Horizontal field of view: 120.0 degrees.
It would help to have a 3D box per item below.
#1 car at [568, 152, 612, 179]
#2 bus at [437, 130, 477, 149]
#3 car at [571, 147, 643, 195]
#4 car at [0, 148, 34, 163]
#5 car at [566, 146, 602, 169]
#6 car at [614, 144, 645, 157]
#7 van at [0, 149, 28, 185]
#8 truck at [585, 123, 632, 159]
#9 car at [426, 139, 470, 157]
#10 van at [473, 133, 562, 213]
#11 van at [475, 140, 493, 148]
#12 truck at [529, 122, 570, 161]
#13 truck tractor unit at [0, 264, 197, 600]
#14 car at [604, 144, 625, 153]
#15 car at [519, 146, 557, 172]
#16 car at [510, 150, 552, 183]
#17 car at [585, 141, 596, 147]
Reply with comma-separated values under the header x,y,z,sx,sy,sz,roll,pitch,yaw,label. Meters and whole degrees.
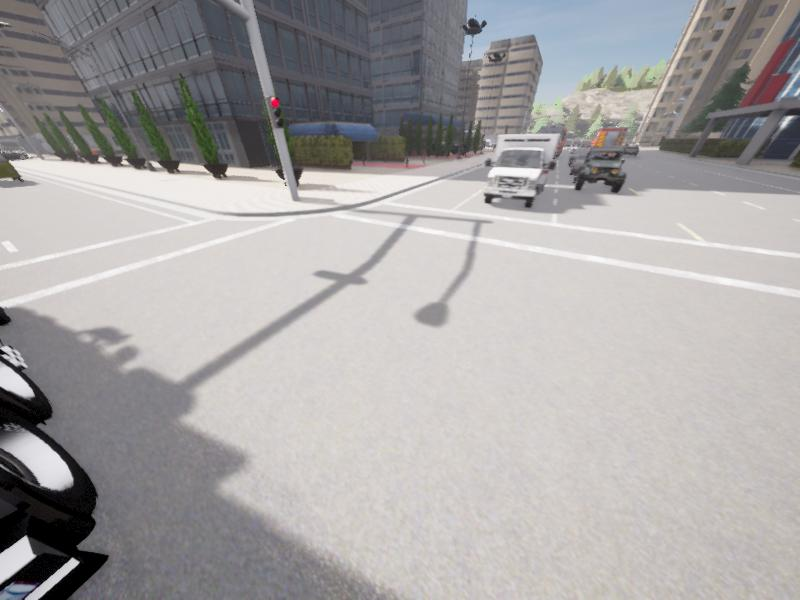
x,y,z,sx,sy,sz,roll,pitch,yaw,label
14.115,-10.252,17.408,1.994,1.385,4.181,19,39,25,car
16.509,-47.175,67.967,10.273,4.253,3.944,18,39,25,bus
10.709,-7.037,12.365,1.905,1.878,3.866,18,39,24,car
-55.651,-20.158,32.236,2.007,1.525,4.514,-2,35,-2,car
17.546,-13.855,22.313,1.930,1.638,5.238,18,39,24,car
33.857,-22.218,34.272,2.128,1.511,4.902,18,39,24,car
-28.048,-9.082,15.659,4.442,1.987,1.775,18,39,24,van
29.580,-22.891,33.262,2.891,3.827,8.468,18,39,24,truck
7.227,-22.957,34.875,6.274,2.098,2.390,-18,39,-24,car
5.618,-6.146,10.670,2.351,2.431,6.366,18,39,24,van
24.733,-45.800,67.879,4.442,1.987,1.775,18,39,25,van
20.481,-21.556,31.441,2.891,3.827,8.468,20,40,27,truck
-5.118,-0.291,0.784,6.516,4.208,3.053,18,39,24,truck tractor unit
39.976,-28.355,43.157,1.994,1.385,4.181,18,39,24,car
12.591,-12.897,20.965,2.242,1.667,4.611,18,39,24,car
9.343,-9.555,16.311,1.882,1.535,5.008,18,39,24,car
62.438,-51.125,75.620,2.033,1.411,5.357,18,39,24,car
